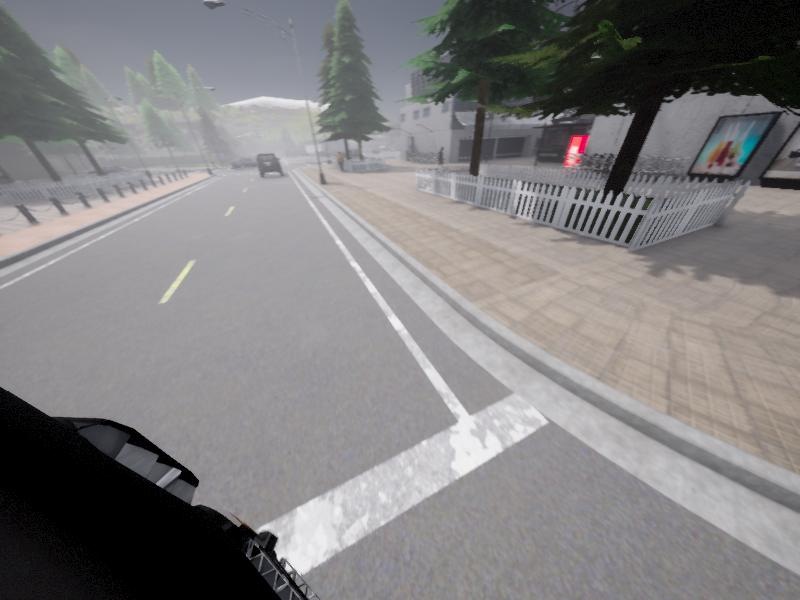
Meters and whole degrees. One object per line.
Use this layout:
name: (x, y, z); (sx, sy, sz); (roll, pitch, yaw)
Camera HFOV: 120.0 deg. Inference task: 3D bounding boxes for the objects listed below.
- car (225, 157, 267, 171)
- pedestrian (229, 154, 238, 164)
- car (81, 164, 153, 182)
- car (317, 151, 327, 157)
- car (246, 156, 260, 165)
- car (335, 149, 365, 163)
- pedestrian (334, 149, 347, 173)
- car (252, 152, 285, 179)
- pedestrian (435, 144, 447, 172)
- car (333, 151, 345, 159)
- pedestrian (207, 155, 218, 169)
car: (-23.817, -21.279, 35.985); (2.163, 1.488, 4.792); (18, 39, 28)
pedestrian: (-35.135, -29.783, 48.824); (0.751, 1.860, 0.751); (-12, 35, -13)
car: (-35.262, -15.996, 29.010); (5.357, 1.411, 2.033); (-16, 36, -19)
car: (-24.434, -45.753, 72.183); (2.007, 1.523, 4.514); (-16, 36, -19)
car: (-29.865, -28.428, 47.022); (1.789, 1.549, 3.705); (-16, 36, -19)
car: (-8.861, -25.816, 41.283); (4.605, 1.855, 1.932); (-16, 36, -19)
pedestrian: (-5.640, -13.253, 22.055); (0.751, 1.860, 0.751); (-15, 36, -18)
car: (-13.625, -14.132, 24.106); (2.150, 2.045, 5.566); (-16, 36, -19)
pedestrian: (3.308, -11.451, 18.681); (0.751, 1.860, 0.751); (9, 35, 16)
car: (-13.792, -32.838, 52.240); (1.845, 1.501, 3.633); (-16, 36, -19)
pedestrian: (-30.423, -22.385, 37.463); (0.751, 1.860, 0.751); (-27, 41, -32)
